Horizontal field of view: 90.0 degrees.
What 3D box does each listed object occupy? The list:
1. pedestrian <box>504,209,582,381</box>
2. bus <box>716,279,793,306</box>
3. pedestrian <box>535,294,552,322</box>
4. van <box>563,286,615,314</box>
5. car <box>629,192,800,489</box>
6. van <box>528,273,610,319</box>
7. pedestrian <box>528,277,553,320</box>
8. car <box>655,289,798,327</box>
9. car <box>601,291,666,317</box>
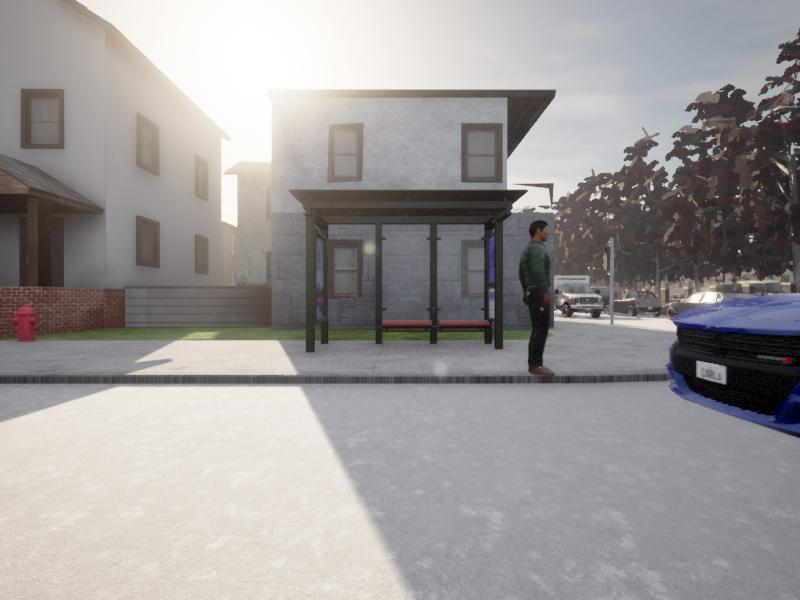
[{"bbox_3d":[1.661,-0.054,4.766,0.751,1.860,0.751,0,0,9],"label":"pedestrian"},{"bbox_3d":[59.479,-1.132,67.736,3.944,4.253,10.273,0,0,0],"label":"bus"},{"bbox_3d":[5.670,0.305,15.850,0.500,1.100,0.500,0,0,0],"label":"pedestrian"},{"bbox_3d":[14.274,-0.002,30.573,1.775,1.987,4.442,0,0,-2],"label":"van"},{"bbox_3d":[4.571,0.223,2.659,5.008,1.535,1.882,0,0,0],"label":"car"},{"bbox_3d":[10.047,-0.222,24.568,2.351,2.431,6.366,0,0,0],"label":"van"},{"bbox_3d":[6.162,-0.075,17.551,0.751,1.860,0.751,0,0,-8],"label":"pedestrian"},{"bbox_3d":[13.945,0.295,17.673,2.033,1.411,5.357,0,0,2],"label":"car"},{"bbox_3d":[14.194,0.227,24.567,1.845,1.501,3.633,0,0,-1],"label":"car"}]
